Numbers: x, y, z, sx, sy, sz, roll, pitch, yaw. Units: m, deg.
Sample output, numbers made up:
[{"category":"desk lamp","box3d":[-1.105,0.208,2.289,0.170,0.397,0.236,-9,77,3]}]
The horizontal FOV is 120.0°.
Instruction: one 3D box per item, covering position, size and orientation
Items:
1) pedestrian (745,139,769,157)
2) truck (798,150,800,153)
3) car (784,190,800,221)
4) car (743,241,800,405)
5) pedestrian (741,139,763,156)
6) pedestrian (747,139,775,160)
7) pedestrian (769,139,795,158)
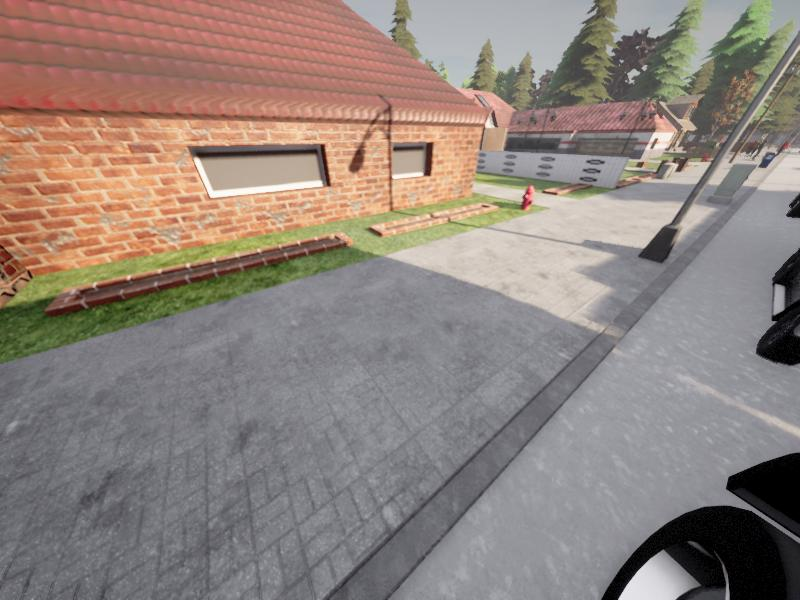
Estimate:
[{"category":"pedestrian","box3d":[45.308,-19.318,29.319,0.751,1.860,0.751,29,45,35]},{"category":"truck","box3d":[66.726,-24.730,36.917,6.274,2.098,2.390,-22,41,-28]},{"category":"car","box3d":[14.857,-3.634,7.383,3.866,1.878,1.905,-22,40,-28]},{"category":"car","box3d":[6.338,-0.121,2.564,4.605,1.855,1.932,-20,40,-29]},{"category":"pedestrian","box3d":[46.788,-20.337,30.759,0.751,1.860,0.751,-21,40,-27]},{"category":"pedestrian","box3d":[39.128,-16.308,25.072,0.751,1.860,0.751,26,43,32]},{"category":"pedestrian","box3d":[46.226,-18.390,27.994,0.751,1.860,0.751,-20,39,-25]}]
